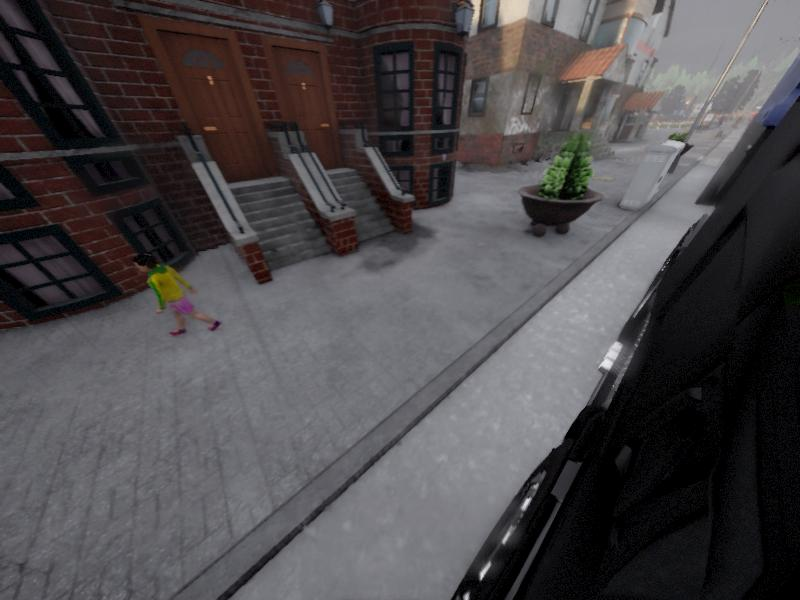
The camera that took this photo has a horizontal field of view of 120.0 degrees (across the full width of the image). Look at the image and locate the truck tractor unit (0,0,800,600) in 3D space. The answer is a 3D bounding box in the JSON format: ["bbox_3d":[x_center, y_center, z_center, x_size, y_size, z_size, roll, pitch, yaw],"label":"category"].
[{"bbox_3d":[2.645,-0.295,0.351,6.516,4.208,3.053,-28,44,-30],"label":"truck tractor unit"}]

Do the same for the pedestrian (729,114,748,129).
[{"bbox_3d":[56.376,-29.700,38.469,0.751,1.860,0.751,-15,39,-17],"label":"pedestrian"}]

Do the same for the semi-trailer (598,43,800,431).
[{"bbox_3d":[8.701,-3.584,4.251,14.254,4.402,2.717,-28,44,-30],"label":"semi-trailer"}]

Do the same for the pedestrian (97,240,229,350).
[{"bbox_3d":[-2.577,-0.040,2.671,0.500,1.100,0.500,-15,39,-16],"label":"pedestrian"}]
